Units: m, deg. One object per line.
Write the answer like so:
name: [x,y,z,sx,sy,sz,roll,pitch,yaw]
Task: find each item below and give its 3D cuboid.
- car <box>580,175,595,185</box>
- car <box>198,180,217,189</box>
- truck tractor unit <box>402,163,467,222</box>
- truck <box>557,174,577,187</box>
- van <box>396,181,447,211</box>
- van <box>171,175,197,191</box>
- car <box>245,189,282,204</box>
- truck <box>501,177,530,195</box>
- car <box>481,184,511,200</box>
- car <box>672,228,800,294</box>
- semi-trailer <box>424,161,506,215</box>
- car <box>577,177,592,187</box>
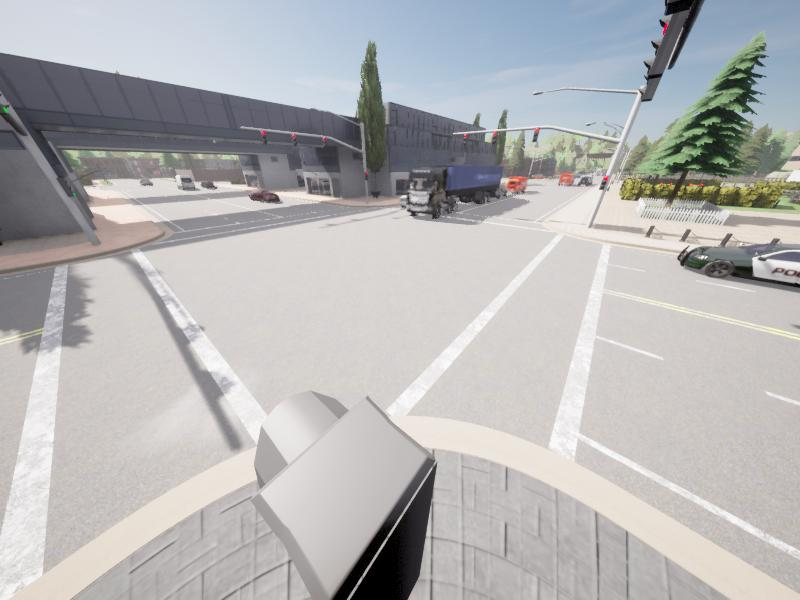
car: [47.949,-30.647,59.042,2.150,2.045,5.566,23,37,34]
car: [-40.232,-24.148,48.224,3.988,1.617,1.851,23,37,34]
truck tractor unit: [3.242,-10.022,21.133,3.053,4.208,6.516,18,34,28]
truck: [40.126,-28.889,55.574,2.627,2.467,5.204,23,37,34]
van: [2.525,-11.906,26.200,2.351,2.431,6.366,23,37,34]
van: [-43.093,-23.471,46.120,5.915,2.561,1.988,23,37,34]
car: [-17.867,-13.666,30.307,4.181,1.385,1.994,15,33,25]
truck: [19.625,-19.407,39.149,2.627,2.467,5.204,23,37,34]
car: [13.974,-15.706,33.541,2.242,1.667,4.611,23,37,34]
car: [14.717,-1.456,8.997,4.974,1.542,2.038,23,37,34]
semi-trailer: [8.004,-13.259,26.550,2.717,4.402,14.254,22,36,33]
car: [43.399,-27.869,54.384,1.905,1.878,3.866,23,37,34]
